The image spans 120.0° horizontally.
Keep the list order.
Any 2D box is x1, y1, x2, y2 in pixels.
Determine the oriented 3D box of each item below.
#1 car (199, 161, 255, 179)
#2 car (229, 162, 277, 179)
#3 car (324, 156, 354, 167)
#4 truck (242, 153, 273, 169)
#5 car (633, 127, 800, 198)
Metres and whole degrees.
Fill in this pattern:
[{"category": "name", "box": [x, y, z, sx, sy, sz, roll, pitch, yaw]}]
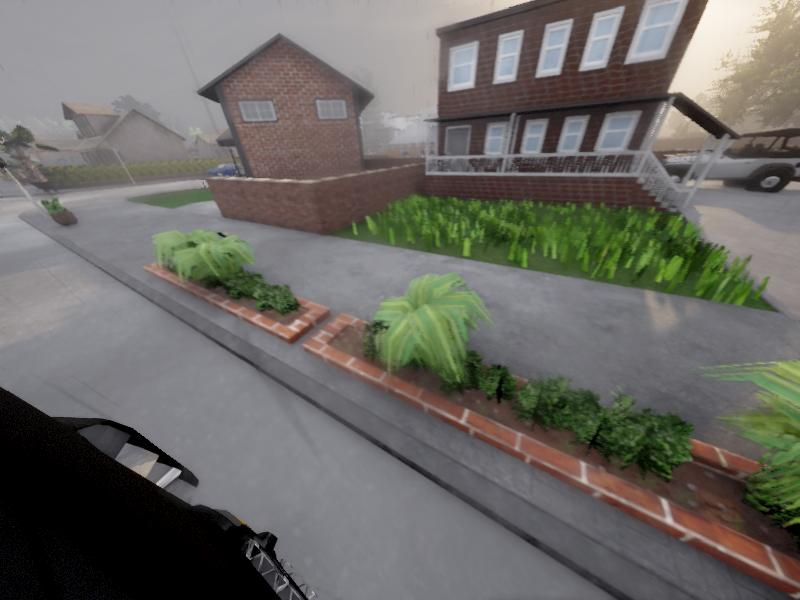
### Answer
[{"category": "car", "box": [-21.246, -16.146, 28.635, 1.882, 1.535, 5.008, 16, 38, 27]}, {"category": "car", "box": [-17.399, -15.529, 27.567, 1.994, 1.385, 4.181, 14, 37, 24]}, {"category": "car", "box": [-10.006, -22.922, 38.287, 1.895, 1.301, 4.718, 17, 38, 27]}, {"category": "truck", "box": [-24.585, -24.024, 39.866, 4.478, 2.038, 2.069, 18, 39, 24]}, {"category": "car", "box": [11.604, -4.969, 8.332, 3.866, 1.878, 1.905, 16, 38, 26]}]
